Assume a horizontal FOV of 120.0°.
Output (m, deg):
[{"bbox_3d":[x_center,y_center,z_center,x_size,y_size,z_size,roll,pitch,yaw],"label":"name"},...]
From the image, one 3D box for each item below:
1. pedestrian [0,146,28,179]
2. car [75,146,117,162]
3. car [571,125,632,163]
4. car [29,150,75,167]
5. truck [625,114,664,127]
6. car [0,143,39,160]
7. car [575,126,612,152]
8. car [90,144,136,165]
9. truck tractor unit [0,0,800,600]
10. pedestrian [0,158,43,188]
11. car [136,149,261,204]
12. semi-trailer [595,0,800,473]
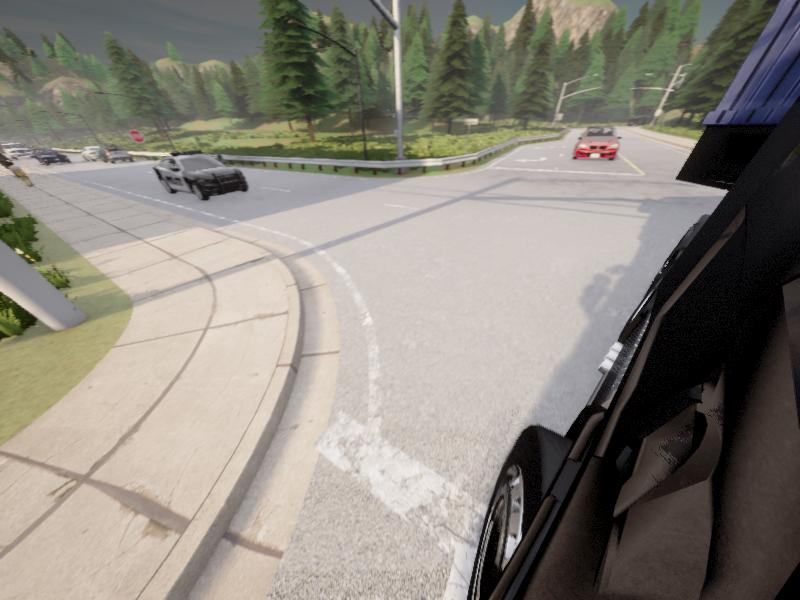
[{"bbox_3d":[-27.144,-9.478,15.885,0.751,1.860,0.751,19,42,26],"label":"pedestrian"},{"bbox_3d":[-36.618,-17.608,27.798,4.674,1.442,1.812,19,42,26],"label":"car"},{"bbox_3d":[12.772,-10.234,15.003,2.242,1.667,4.611,18,42,25],"label":"car"},{"bbox_3d":[-38.474,-15.707,25.517,4.718,1.301,1.895,19,42,26],"label":"car"},{"bbox_3d":[55.641,-40.956,52.748,6.274,2.098,2.390,-9,38,-8],"label":"truck"},{"bbox_3d":[-60.023,-23.448,36.354,5.566,2.045,2.150,19,42,26],"label":"car"},{"bbox_3d":[15.890,-13.409,19.179,1.816,1.474,4.193,18,42,25],"label":"car"},{"bbox_3d":[-30.670,-15.619,24.696,3.988,1.617,1.851,19,42,26],"label":"car"},{"bbox_3d":[2.645,-0.295,0.351,6.516,4.208,3.053,-28,44,-30],"label":"truck tractor unit"},{"bbox_3d":[-20.635,-6.876,12.541,0.751,1.300,0.751,22,44,29],"label":"pedestrian"},{"bbox_3d":[-8.933,-5.632,10.240,5.238,1.638,1.930,19,42,26],"label":"car"},{"bbox_3d":[10.091,-1.079,0.812,14.254,4.402,2.717,1,37,4],"label":"semi-trailer"}]
